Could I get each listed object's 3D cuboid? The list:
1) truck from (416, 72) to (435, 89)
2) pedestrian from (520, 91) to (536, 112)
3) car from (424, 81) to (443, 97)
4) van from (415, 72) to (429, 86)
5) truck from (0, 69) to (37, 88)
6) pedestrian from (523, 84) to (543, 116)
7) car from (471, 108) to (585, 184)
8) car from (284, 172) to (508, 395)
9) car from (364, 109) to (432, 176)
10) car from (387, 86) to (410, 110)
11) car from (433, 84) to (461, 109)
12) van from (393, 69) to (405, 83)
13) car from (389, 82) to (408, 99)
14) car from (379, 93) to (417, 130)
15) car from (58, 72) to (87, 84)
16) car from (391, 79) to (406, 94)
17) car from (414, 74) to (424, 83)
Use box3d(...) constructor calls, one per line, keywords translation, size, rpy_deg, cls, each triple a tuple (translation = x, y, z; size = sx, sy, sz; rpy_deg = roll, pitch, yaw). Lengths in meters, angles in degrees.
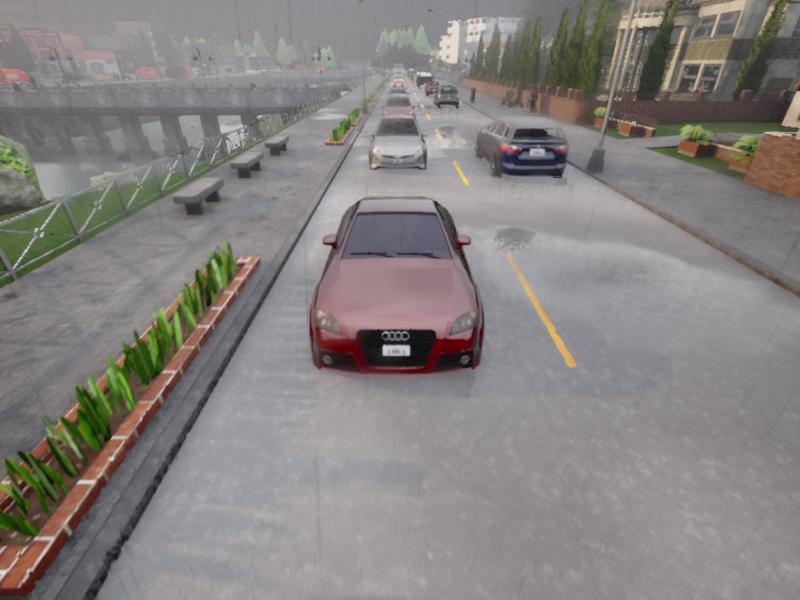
box3d(translation=(3.792, -33.423, 60.895), size=(2.390, 2.098, 6.274), rpy_deg=(0, 31, 0), cls="truck")
box3d(translation=(9.193, -14.277, 28.785), size=(0.751, 1.300, 0.751), rpy_deg=(1, 30, 1), cls="pedestrian")
box3d(translation=(3.835, -24.413, 46.146), size=(1.816, 1.474, 4.193), rpy_deg=(0, 30, 0), cls="car")
box3d(translation=(3.766, -38.149, 69.015), size=(2.069, 2.038, 4.480), rpy_deg=(0, 30, 0), cls="van")
box3d(translation=(-61.907, -35.471, 63.982), size=(2.627, 2.467, 5.204), rpy_deg=(0, 30, 0), cls="truck")
box3d(translation=(8.708, -13.066, 26.167), size=(0.751, 1.860, 0.751), rpy_deg=(-2, 30, -3), cls="pedestrian")
box3d(translation=(3.933, -5.292, 13.350), size=(2.242, 1.667, 4.611), rpy_deg=(0, 30, 0), cls="car")
box3d(translation=(-0.041, -0.644, 5.721), size=(1.994, 1.385, 4.181), rpy_deg=(0, 30, 0), cls="car")
box3d(translation=(-0.067, -5.725, 14.227), size=(2.007, 1.525, 4.514), rpy_deg=(0, 30, 0), cls="car")
box3d(translation=(-0.123, -16.620, 32.856), size=(1.816, 1.474, 4.193), rpy_deg=(0, 30, 0), cls="car")
box3d(translation=(3.876, -17.120, 33.580), size=(1.851, 1.617, 3.988), rpy_deg=(0, 30, 0), cls="car")
box3d(translation=(-0.278, -46.832, 83.419), size=(2.351, 2.431, 6.366), rpy_deg=(0, 30, 0), cls="van")
box3d(translation=(-0.153, -22.122, 42.184), size=(1.845, 1.501, 3.633), rpy_deg=(0, 30, 0), cls="car")
box3d(translation=(-0.094, -11.051, 23.306), size=(2.007, 1.525, 4.514), rpy_deg=(0, 31, 0), cls="car")
box3d(translation=(-61.946, -42.032, 75.764), size=(1.905, 1.878, 3.866), rpy_deg=(0, 30, 0), cls="car")
box3d(translation=(-0.177, -26.952, 50.411), size=(1.882, 1.535, 5.008), rpy_deg=(0, 30, 0), cls="car")
box3d(translation=(3.735, -44.234, 79.874), size=(1.801, 1.575, 5.366), rpy_deg=(0, 30, 0), cls="car")
